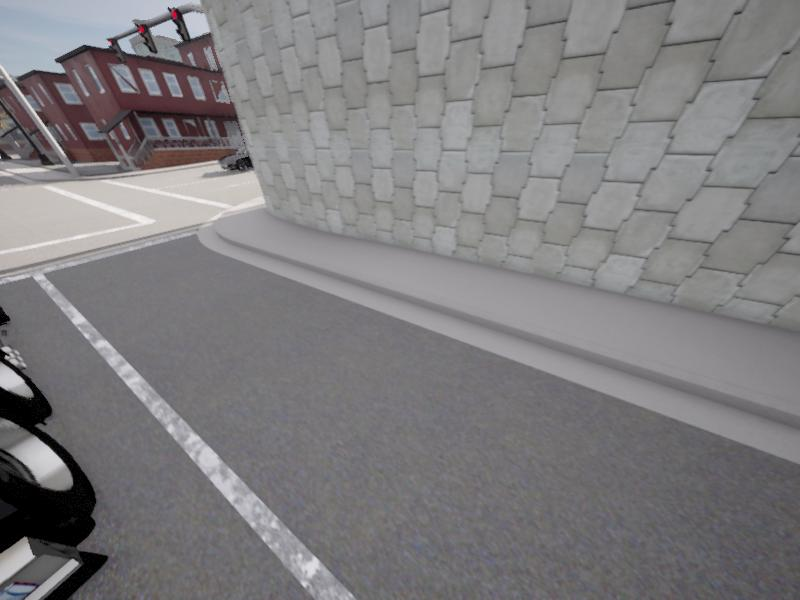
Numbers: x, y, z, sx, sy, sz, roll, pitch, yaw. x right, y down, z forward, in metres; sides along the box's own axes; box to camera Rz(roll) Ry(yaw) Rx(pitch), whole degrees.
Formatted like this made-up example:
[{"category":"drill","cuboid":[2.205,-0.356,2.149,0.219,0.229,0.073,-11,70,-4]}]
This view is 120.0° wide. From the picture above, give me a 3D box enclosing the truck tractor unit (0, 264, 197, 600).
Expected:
[{"category":"truck tractor unit","cuboid":[-5.116,-0.294,0.783,6.516,4.208,3.053,18,39,24]}]
